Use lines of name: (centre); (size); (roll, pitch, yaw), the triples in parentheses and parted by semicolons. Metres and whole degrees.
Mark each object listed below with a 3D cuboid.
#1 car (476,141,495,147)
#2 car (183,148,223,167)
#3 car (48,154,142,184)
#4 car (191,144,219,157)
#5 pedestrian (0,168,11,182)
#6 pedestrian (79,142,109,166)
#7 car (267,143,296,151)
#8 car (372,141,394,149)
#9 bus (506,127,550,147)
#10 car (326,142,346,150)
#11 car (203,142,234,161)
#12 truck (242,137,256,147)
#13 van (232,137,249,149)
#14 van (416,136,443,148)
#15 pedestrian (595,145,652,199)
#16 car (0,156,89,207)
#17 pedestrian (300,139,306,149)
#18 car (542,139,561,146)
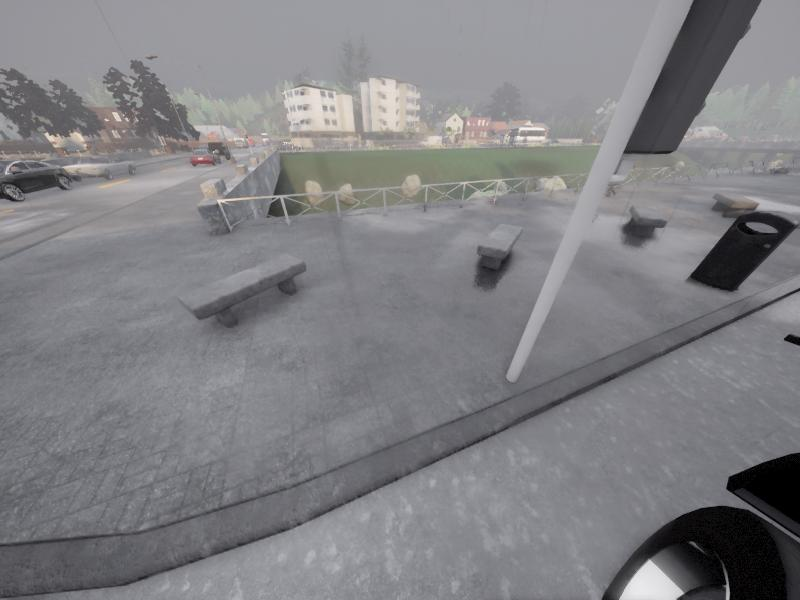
car: (23.931, -43.859, 64.890); (4.718, 1.301, 1.895); (-13, 37, -17)
car: (-20.063, -14.704, 23.762); (1.994, 1.385, 4.181); (-14, 37, -19)
car: (-20.694, -9.216, 16.037); (1.895, 1.301, 4.718); (-13, 37, -17)
car: (-30.066, -23.164, 35.739); (1.837, 1.490, 4.892); (-12, 37, -16)
pedestrian: (-25.077, -8.129, 13.813); (0.751, 1.860, 0.751); (-14, 37, -18)
pedestrian: (-29.332, -14.011, 22.198); (0.751, 1.860, 0.751); (-13, 37, -18)
car: (-25.237, -32.678, 49.301); (5.357, 1.411, 2.033); (-15, 38, -19)
car: (-4.037, -37.595, 56.037); (4.892, 1.490, 1.837); (-13, 37, -17)
bus: (35.489, -45.298, 64.272); (10.273, 4.253, 3.944); (-13, 37, -17)
car: (-14.593, -35.195, 52.722); (3.806, 1.475, 1.970); (-13, 37, -17)
car: (-22.666, -18.739, 29.057); (1.905, 1.878, 3.866); (-13, 37, -17)
truck: (-48.440, -50.723, 74.165); (2.627, 2.467, 5.204); (-13, 37, -17)
van: (-42.553, -41.997, 61.769); (2.351, 2.431, 6.366); (-13, 37, -17)
van: (7.542, -40.605, 59.412); (6.366, 2.431, 2.351); (-13, 37, -17)
pedestrian: (9.120, -5.256, 9.498); (0.751, 1.860, 0.751); (-13, 37, -17)
car: (-18.091, -5.606, 10.703); (2.128, 1.511, 4.902); (-12, 37, -16)
pedestrian: (-22.939, -37.033, 54.824); (0.751, 1.860, 0.751); (-18, 39, -23)
car: (47.130, -49.264, 72.086); (4.856, 1.649, 2.033); (-13, 37, -17)
